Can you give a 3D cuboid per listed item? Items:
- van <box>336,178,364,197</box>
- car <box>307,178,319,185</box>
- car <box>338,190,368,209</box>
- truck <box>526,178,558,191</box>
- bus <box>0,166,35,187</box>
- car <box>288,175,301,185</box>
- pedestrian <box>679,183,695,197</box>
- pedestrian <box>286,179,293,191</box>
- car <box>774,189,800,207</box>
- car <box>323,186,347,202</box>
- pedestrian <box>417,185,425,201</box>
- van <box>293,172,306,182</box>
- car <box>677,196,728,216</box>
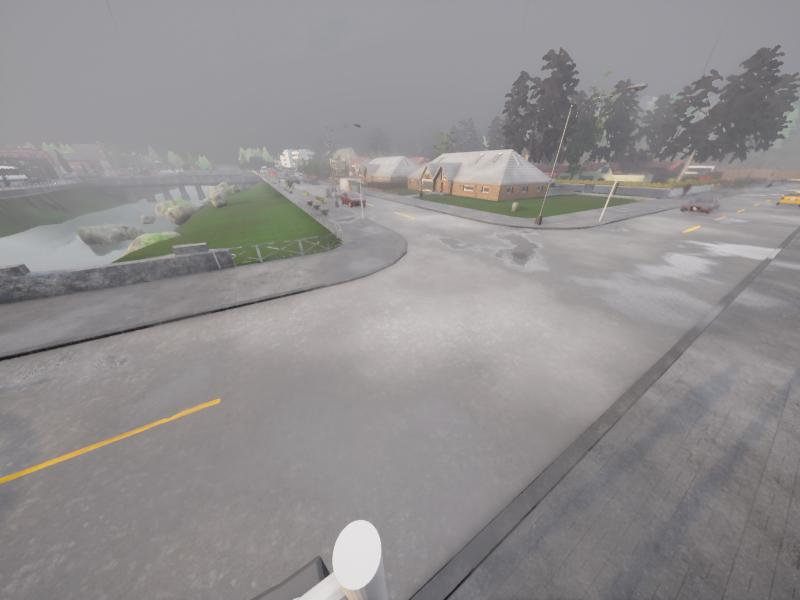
[{"bbox_3d":[-8.475,-18.895,38.514,2.351,2.431,6.366,-16,34,-26],"label":"van"},{"bbox_3d":[-22.485,-30.620,59.774,1.816,1.474,4.193,-16,34,-26],"label":"car"},{"bbox_3d":[-5.702,-12.128,27.683,1.882,1.535,5.008,-16,34,-25],"label":"car"},{"bbox_3d":[27.281,-22.337,44.478,2.069,2.038,4.478,-16,34,-26],"label":"truck"},{"bbox_3d":[-96.110,-29.809,55.585,3.944,4.253,10.273,-16,34,-26],"label":"bus"},{"bbox_3d":[-27.706,-31.391,60.546,2.150,2.045,5.566,-16,34,-26],"label":"car"},{"bbox_3d":[42.863,-16.434,34.562,0.751,1.860,0.751,-19,35,-30],"label":"pedestrian"},{"bbox_3d":[-21.156,-22.084,44.349,0.751,1.860,0.751,-16,34,-26],"label":"pedestrian"},{"bbox_3d":[48.473,-12.509,28.301,5.366,1.575,1.801,-16,34,-26],"label":"car"},{"bbox_3d":[-9.377,-15.279,33.152,2.007,1.525,4.514,-16,34,-26],"label":"car"},{"bbox_3d":[2.791,-14.199,30.690,0.751,1.860,0.751,-16,34,-25],"label":"pedestrian"},{"bbox_3d":[-32.589,-39.801,74.715,2.351,2.431,6.366,-16,34,-26],"label":"van"},{"bbox_3d":[30.758,-9.618,23.505,4.181,1.385,1.994,-16,34,-26],"label":"car"}]
